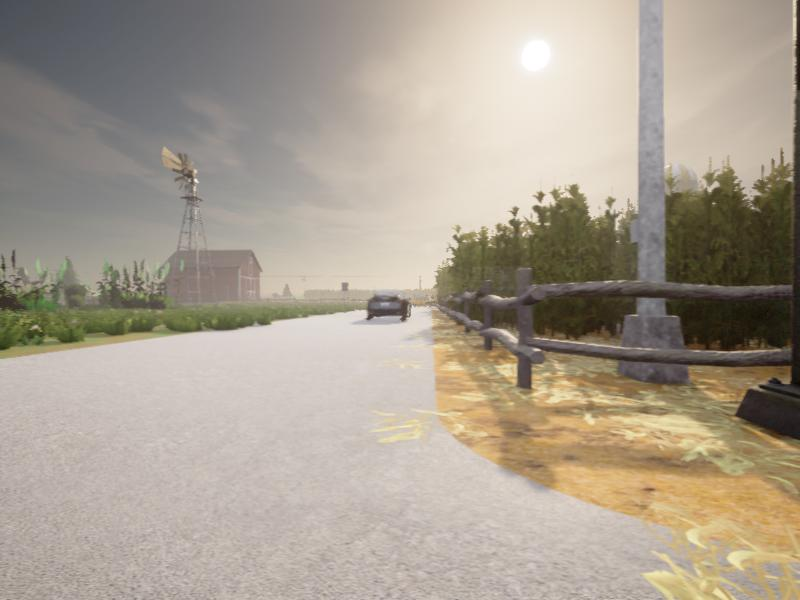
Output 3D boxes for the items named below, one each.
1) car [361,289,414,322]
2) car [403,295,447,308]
[{"bbox_3d":[-0.495,0.242,20.494,2.163,1.488,4.792,0,0,4],"label":"car"},{"bbox_3d":[3.122,0.178,50.475,5.366,1.575,1.801,0,-1,36],"label":"car"}]
